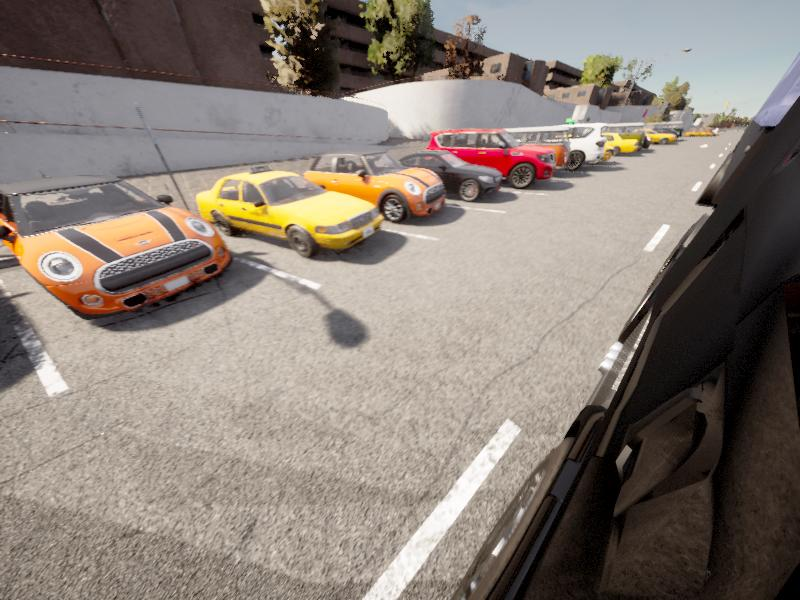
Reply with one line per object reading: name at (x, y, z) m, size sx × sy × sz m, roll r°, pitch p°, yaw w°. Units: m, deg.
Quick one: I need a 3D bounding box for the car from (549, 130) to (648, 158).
car at (14.909, -12.034, 17.828) m, size 5.366 × 1.575 × 1.946 m, roll 17°, pitch 40°, yaw 25°

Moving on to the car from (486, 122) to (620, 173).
car at (8.199, -8.643, 13.096) m, size 5.566 × 2.045 × 2.435 m, roll 17°, pitch 41°, yaw 25°

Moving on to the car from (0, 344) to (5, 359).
car at (-7.706, 0.004, 2.806) m, size 5.008 × 1.535 × 2.097 m, roll 17°, pitch 41°, yaw 25°

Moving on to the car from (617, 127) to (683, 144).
car at (28.755, -19.037, 26.835) m, size 4.674 × 1.452 × 2.002 m, roll 17°, pitch 40°, yaw 25°

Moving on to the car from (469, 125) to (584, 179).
car at (6.048, -7.396, 11.555) m, size 4.442 × 1.987 × 1.878 m, roll 17°, pitch 40°, yaw 25°

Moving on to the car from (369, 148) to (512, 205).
car at (1.398, -4.817, 8.771) m, size 4.674 × 1.452 × 2.002 m, roll 17°, pitch 40°, yaw 25°

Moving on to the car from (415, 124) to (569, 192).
car at (3.695, -6.246, 10.082) m, size 5.566 × 2.045 × 2.435 m, roll 17°, pitch 40°, yaw 25°

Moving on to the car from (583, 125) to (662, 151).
car at (19.603, -14.457, 20.715) m, size 4.553 × 1.767 × 2.185 m, roll 17°, pitch 40°, yaw 25°

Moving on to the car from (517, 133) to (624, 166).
car at (10.510, -9.623, 14.743) m, size 5.008 × 1.535 × 2.097 m, roll 17°, pitch 40°, yaw 25°

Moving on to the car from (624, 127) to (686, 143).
car at (31.036, -20.213, 28.337) m, size 4.674 × 1.452 × 2.002 m, roll 17°, pitch 40°, yaw 25°

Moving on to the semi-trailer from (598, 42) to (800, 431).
semi-trailer at (8.704, -3.580, 4.254) m, size 14.254 × 4.402 × 2.717 m, roll -28°, pitch 44°, yaw -30°

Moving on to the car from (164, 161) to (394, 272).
car at (-2.992, -2.390, 5.694) m, size 5.366 × 1.575 × 1.946 m, roll 17°, pitch 41°, yaw 25°

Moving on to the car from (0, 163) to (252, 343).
car at (-5.466, -1.330, 4.230) m, size 4.553 × 1.767 × 2.185 m, roll 17°, pitch 41°, yaw 25°

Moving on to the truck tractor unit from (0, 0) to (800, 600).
truck tractor unit at (2.645, -0.295, 0.351) m, size 6.516 × 4.208 × 3.053 m, roll -28°, pitch 44°, yaw -30°

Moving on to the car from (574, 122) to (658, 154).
car at (17.448, -13.319, 19.086) m, size 4.442 × 1.987 × 1.878 m, roll 17°, pitch 40°, yaw 25°

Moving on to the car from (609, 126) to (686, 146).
car at (26.636, -17.841, 25.222) m, size 5.366 × 1.575 × 1.946 m, roll 17°, pitch 40°, yaw 25°

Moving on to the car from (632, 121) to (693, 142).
car at (33.411, -21.582, 29.648) m, size 4.442 × 1.987 × 1.878 m, roll 17°, pitch 40°, yaw 25°

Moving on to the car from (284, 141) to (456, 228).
car at (-0.910, -3.752, 7.197) m, size 4.553 × 1.767 × 2.185 m, roll 17°, pitch 41°, yaw 25°
